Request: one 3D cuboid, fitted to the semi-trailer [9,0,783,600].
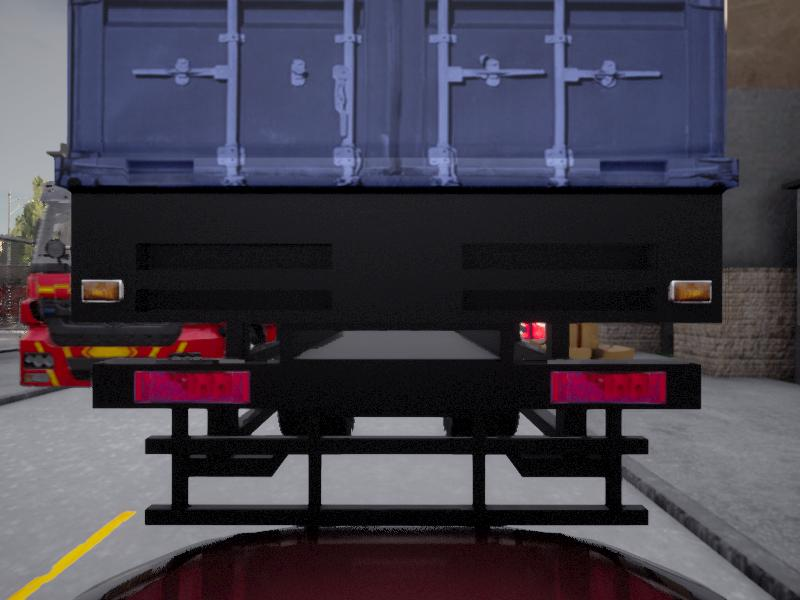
[{"bbox_3d":[-0.018,-0.588,8.543,2.717,4.402,14.254,0,0,0],"label":"semi-trailer"}]

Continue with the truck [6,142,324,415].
[{"bbox_3d":[-4.107,-0.292,9.848,2.891,3.827,8.468,0,0,0],"label":"truck"}]
